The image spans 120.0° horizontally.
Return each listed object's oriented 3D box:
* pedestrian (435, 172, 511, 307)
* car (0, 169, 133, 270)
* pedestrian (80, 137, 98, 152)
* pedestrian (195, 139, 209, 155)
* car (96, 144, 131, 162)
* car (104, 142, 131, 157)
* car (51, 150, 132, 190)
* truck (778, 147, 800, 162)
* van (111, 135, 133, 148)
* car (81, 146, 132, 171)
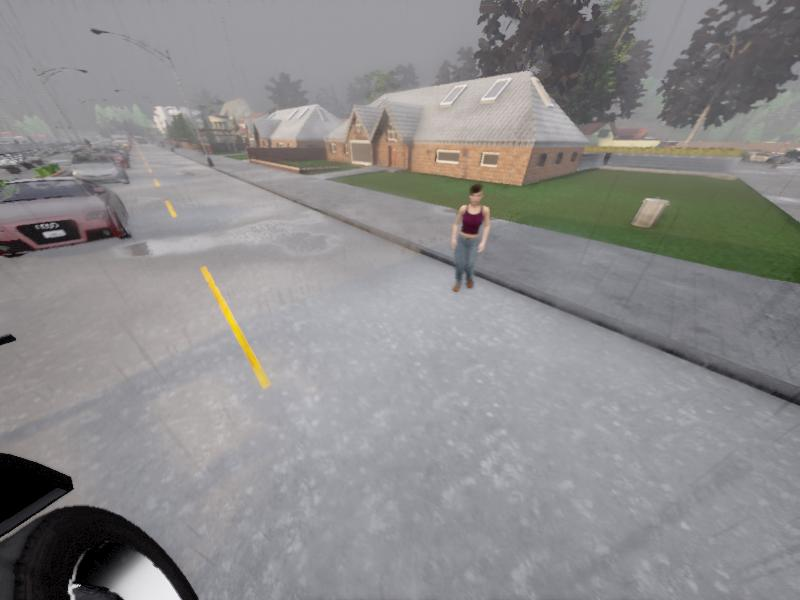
[{"bbox_3d":[1.103,-0.926,3.698,0.751,1.860,0.751,13,36,16],"label":"pedestrian"},{"bbox_3d":[-8.908,-2.429,6.116,1.994,1.385,4.181,-28,44,-35],"label":"car"},{"bbox_3d":[-47.851,-23.868,35.530,0.751,1.860,0.751,-18,39,-25],"label":"pedestrian"},{"bbox_3d":[-28.267,-21.792,32.980,0.751,1.860,0.751,28,43,33],"label":"pedestrian"},{"bbox_3d":[-31.066,-16.033,25.163,1.816,1.474,4.193,-28,44,-35],"label":"car"},{"bbox_3d":[-38.622,-20.679,31.648,1.845,1.501,3.633,-28,44,-35],"label":"car"},{"bbox_3d":[-17.024,-7.463,13.060,2.007,1.525,4.514,-28,44,-35],"label":"car"},{"bbox_3d":[71.859,-26.213,41.667,6.274,2.098,2.390,-28,44,-35],"label":"truck"},{"bbox_3d":[-63.857,-36.495,53.120,2.351,2.431,6.366,-28,44,-35],"label":"van"},{"bbox_3d":[-24.458,-12.010,19.458,2.007,1.525,4.514,-28,44,-35],"label":"car"}]
